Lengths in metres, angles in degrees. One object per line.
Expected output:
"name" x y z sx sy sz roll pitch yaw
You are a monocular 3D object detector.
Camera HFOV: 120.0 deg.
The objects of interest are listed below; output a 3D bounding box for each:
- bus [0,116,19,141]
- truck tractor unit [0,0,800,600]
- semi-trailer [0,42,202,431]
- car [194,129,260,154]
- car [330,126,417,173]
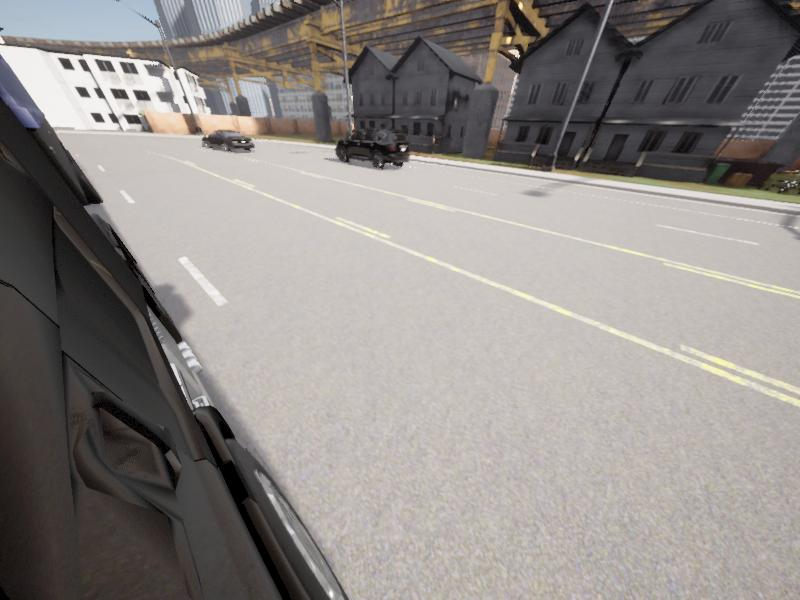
"bus" -37.124 -13.579 15.816 10.273 4.253 3.944 -9 37 -15
"truck tractor unit" -2.645 -0.295 0.352 6.516 4.208 3.053 28 44 30
"semi-trailer" -8.698 -3.609 4.222 14.254 4.402 2.717 28 44 30
"car" -14.589 -13.435 19.466 5.357 1.411 2.033 23 41 24
"car" -1.844 -10.006 15.176 5.566 2.045 2.150 28 44 30
